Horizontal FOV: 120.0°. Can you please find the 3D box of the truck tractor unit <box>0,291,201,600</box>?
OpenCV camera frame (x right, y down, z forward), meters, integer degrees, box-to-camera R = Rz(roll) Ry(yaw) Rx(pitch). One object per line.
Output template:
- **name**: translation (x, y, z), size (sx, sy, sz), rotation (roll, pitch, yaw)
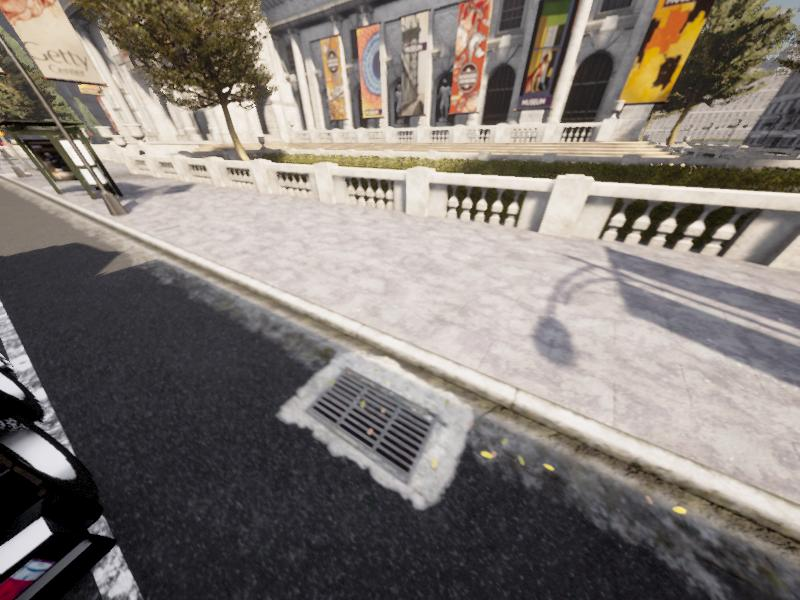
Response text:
- **truck tractor unit**: translation (-5.154, -0.255, 0.710), size (6.516, 4.208, 3.053), rotation (17, 38, 22)
